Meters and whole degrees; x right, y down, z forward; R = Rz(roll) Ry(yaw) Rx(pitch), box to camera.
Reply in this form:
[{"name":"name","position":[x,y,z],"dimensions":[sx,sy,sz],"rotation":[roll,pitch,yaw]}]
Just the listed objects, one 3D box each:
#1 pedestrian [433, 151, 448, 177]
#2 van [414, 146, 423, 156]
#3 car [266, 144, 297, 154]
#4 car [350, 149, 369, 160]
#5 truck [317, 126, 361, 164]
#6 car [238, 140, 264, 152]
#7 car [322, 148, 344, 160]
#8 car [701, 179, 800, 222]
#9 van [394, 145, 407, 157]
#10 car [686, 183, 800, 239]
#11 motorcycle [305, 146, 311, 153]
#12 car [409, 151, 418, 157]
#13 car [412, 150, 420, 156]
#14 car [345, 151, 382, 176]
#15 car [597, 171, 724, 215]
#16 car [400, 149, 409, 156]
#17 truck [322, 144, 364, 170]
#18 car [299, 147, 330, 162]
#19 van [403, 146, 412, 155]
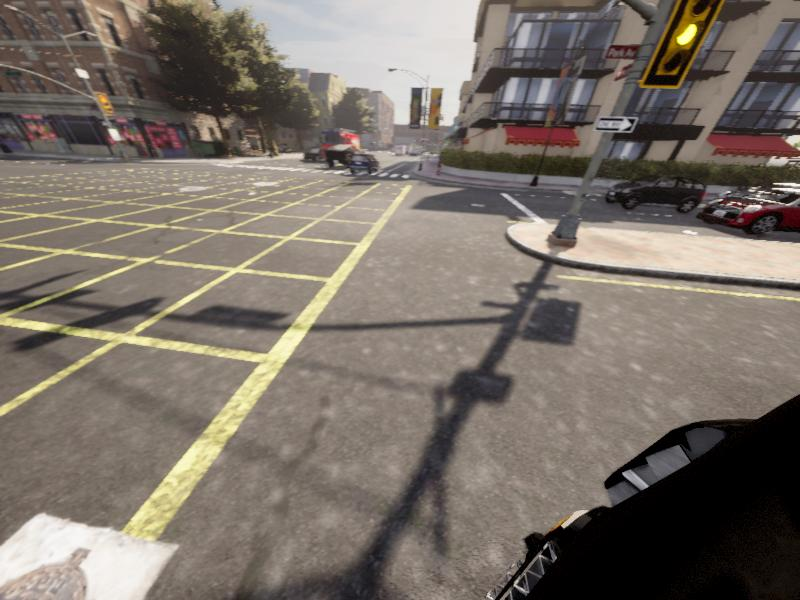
[{"name":"pedestrian","position":[3.418,-11.530,19.559],"dimensions":[0.751,1.860,0.751],"rotation":[19,37,23]},{"name":"van","position":[6.072,-49.566,76.801],"dimensions":[2.351,2.431,6.366],"rotation":[6,34,5]},{"name":"car","position":[-24.262,-30.990,47.426],"dimensions":[4.974,1.542,2.038],"rotation":[7,34,6]},{"name":"car","position":[-6.990,-25.658,40.627],"dimensions":[1.801,1.575,5.366],"rotation":[6,34,5]},{"name":"truck","position":[-8.161,-21.769,32.659],"dimensions":[2.891,3.827,8.468],"rotation":[6,34,5]},{"name":"car","position":[-31.009,-31.958,48.058],"dimensions":[3.866,1.878,1.905],"rotation":[6,34,5]},{"name":"car","position":[-10.932,-24.091,38.102],"dimensions":[1.812,1.442,4.674],"rotation":[6,34,5]},{"name":"car","position":[18.330,-4.882,11.317],"dimensions":[3.806,1.475,1.970],"rotation":[7,34,6]},{"name":"van","position":[0.161,-40.214,62.290],"dimensions":[2.351,2.431,6.366],"rotation":[6,34,5]},{"name":"car","position":[14.373,-3.375,8.757],"dimensions":[3.806,1.475,1.970],"rotation":[7,34,6]},{"name":"motorcycle","position":[-22.056,-36.266,55.517],"dimensions":[0.764,1.277,2.356],"rotation":[-19,38,-13]},{"name":"car","position":[3.780,-40.105,63.338],"dimensions":[1.994,1.385,4.181],"rotation":[6,34,5]},{"name":"car","position":[4.868,-44.432,69.915],"dimensions":[2.033,1.411,5.357],"rotation":[6,34,5]},{"name":"car","position":[-3.158,-12.593,21.201],"dimensions":[2.033,1.649,4.856],"rotation":[6,34,5]},{"name":"car","position":[12.959,-5.524,11.818],"dimensions":[3.705,1.549,1.789],"rotation":[7,34,6]},{"name":"car","position":[1.408,-44.918,70.181],"dimensions":[1.930,1.638,5.238],"rotation":[6,34,5]},{"name":"truck","position":[-5.948,-15.813,25.417],"dimensions":[2.390,2.098,6.274],"rotation":[6,34,5]},{"name":"car","position":[-11.851,-20.511,32.468],"dimensions":[1.930,1.638,5.238],"rotation":[6,34,5]},{"name":"van","position":[2.598,-49.908,77.060],"dimensions":[2.351,2.431,6.366],"rotation":[6,34,5]}]
